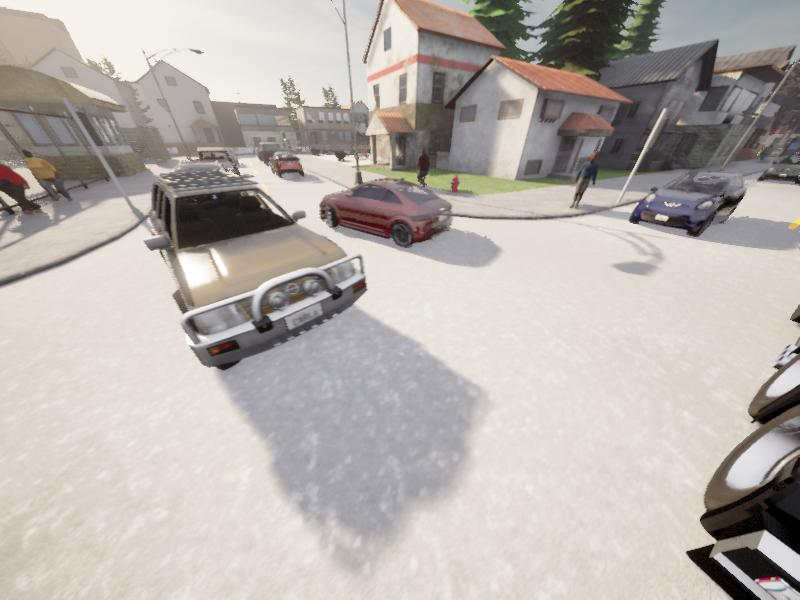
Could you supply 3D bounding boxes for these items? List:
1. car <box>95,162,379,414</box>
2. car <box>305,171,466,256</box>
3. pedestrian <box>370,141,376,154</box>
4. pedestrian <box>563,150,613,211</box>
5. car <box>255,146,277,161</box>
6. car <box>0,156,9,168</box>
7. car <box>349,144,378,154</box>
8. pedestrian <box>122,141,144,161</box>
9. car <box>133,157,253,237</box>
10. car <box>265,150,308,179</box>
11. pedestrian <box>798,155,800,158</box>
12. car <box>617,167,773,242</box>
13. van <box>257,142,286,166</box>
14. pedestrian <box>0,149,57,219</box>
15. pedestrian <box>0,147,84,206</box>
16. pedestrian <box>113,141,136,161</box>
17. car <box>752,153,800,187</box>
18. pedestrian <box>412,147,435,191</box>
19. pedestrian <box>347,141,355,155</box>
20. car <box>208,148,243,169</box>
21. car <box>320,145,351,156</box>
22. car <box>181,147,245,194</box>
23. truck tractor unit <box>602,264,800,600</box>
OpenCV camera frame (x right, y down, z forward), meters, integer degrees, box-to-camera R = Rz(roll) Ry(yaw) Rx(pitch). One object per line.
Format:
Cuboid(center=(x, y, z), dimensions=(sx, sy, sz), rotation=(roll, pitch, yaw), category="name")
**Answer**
Cuboid(center=(-2.625, -0.938, 3.693), dimensions=(4.605, 1.855, 1.932), rotation=(30, 44, 35), category="car")
Cuboid(center=(-0.530, -2.800, 6.835), dimensions=(4.181, 1.385, 1.994), rotation=(23, 41, 29), category="car")
Cuboid(center=(-4.736, -26.505, 40.236), dimensions=(0.751, 1.860, 0.751), rotation=(-12, 37, -17), category="pedestrian")
Cuboid(center=(6.775, -4.348, 8.459), dimensions=(0.751, 1.860, 0.751), rotation=(19, 39, 25), category="pedestrian")
Cuboid(center=(-17.439, -19.015, 29.948), dimensions=(1.816, 1.474, 4.193), rotation=(-18, 39, -24), category="car")
Cuboid(center=(-35.665, -11.556, 18.919), dimensions=(1.816, 1.474, 4.193), rotation=(-18, 39, -24), category="car")
Cuboid(center=(-7.180, -30.414, 46.328), dimensions=(5.366, 1.575, 1.801), rotation=(-19, 39, -25), category="car")
Cuboid(center=(-30.506, -17.038, 26.450), dimensions=(0.751, 1.860, 0.751), rotation=(-15, 37, -20), category="pedestrian")
Cuboid(center=(-6.794, -3.946, 8.211), dimensions=(2.033, 1.649, 4.856), rotation=(-18, 39, -24), category="car")
Cuboid(center=(-8.635, -10.318, 17.453), dimensions=(2.007, 1.525, 4.514), rotation=(-18, 39, -24), category="car")
Cuboid(center=(64.404, -23.499, 36.406), dimensions=(0.751, 1.860, 0.751), rotation=(29, 44, 34), category="pedestrian")
Cuboid(center=(9.194, -3.169, 7.293), dimensions=(3.633, 1.501, 1.845), rotation=(-18, 39, -24), category="car")
Cuboid(center=(-13.699, -15.525, 24.501), dimensions=(1.775, 1.987, 4.442), rotation=(-18, 38, -24), category="van")
Cuboid(center=(-12.390, -3.655, 7.309), dimensions=(0.751, 1.860, 0.751), rotation=(-18, 39, -25), category="pedestrian")
Cuboid(center=(-13.424, -4.668, 8.759), dimensions=(0.751, 1.860, 0.751), rotation=(-18, 39, -24), category="pedestrian")
Cuboid(center=(-31.328, -16.962, 26.334), dimensions=(0.751, 1.860, 0.751), rotation=(-13, 37, -19), category="pedestrian")
Cuboid(center=(25.706, -8.588, 15.138), dimensions=(3.988, 1.617, 1.851), rotation=(-18, 39, -24), category="car")
Cuboid(center=(1.137, -6.590, 11.644), dimensions=(0.751, 1.860, 0.751), rotation=(-18, 39, -25), category="pedestrian")
Cuboid(center=(-8.004, -24.872, 37.864), dimensions=(0.751, 1.860, 0.751), rotation=(-21, 40, -28), category="pedestrian")
Cuboid(center=(-16.983, -13.967, 22.660), dimensions=(2.128, 1.511, 4.902), rotation=(-18, 39, -25), category="car")
Cuboid(center=(-11.278, -26.350, 40.539), dimensions=(4.792, 1.488, 2.163), rotation=(-18, 39, -25), category="car")
Cuboid(center=(-10.101, -7.326, 12.818), dimensions=(1.905, 1.878, 3.866), rotation=(-18, 39, -24), category="car")
Cuboid(center=(5.107, -0.305, 0.782), dimensions=(6.516, 4.208, 3.053), rotation=(-18, 39, -24), category="truck tractor unit")
